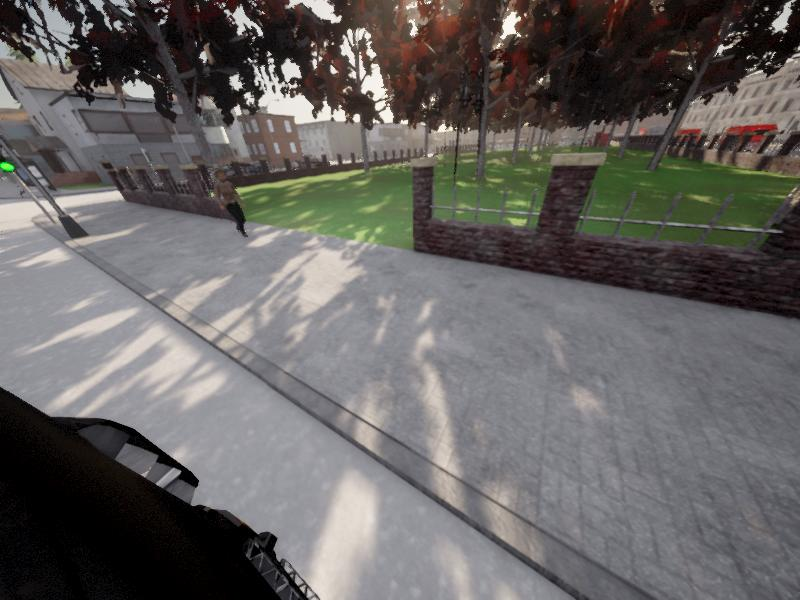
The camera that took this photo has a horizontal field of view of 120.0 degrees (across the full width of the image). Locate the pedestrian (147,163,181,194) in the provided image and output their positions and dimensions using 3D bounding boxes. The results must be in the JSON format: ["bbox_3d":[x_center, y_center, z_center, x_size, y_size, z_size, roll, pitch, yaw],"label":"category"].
[{"bbox_3d":[-16.647,-8.581,16.334,0.751,1.860,0.751,15,38,25],"label":"pedestrian"}]

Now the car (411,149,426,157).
[{"bbox_3d":[4.880,-38.822,61.112,1.837,1.490,4.892,16,38,27],"label":"car"}]

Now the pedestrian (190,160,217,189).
[{"bbox_3d":[-15.306,-9.760,18.002,0.751,1.860,0.751,19,39,30],"label":"pedestrian"}]

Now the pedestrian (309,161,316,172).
[{"bbox_3d":[-10.337,-15.739,27.295,0.500,1.100,0.500,-21,37,-24],"label":"pedestrian"}]

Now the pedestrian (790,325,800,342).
[{"bbox_3d":[4.747,-0.093,1.808,0.751,1.860,0.751,15,38,26],"label":"pedestrian"}]

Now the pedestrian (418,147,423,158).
[{"bbox_3d":[4.293,-30.524,47.702,0.751,1.860,0.751,16,38,27],"label":"pedestrian"}]

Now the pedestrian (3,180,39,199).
[{"bbox_3d":[-30.779,-8.993,18.793,0.751,1.300,0.751,-20,37,-23],"label":"pedestrian"}]

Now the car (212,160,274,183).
[{"bbox_3d":[-16.517,-13.793,24.620,2.033,1.649,4.856,15,38,25],"label":"car"}]

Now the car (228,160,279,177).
[{"bbox_3d":[-18.298,-16.629,29.143,2.128,1.511,4.902,16,38,26],"label":"car"}]

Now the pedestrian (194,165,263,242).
[{"bbox_3d":[-4.781,-2.727,6.549,0.751,1.860,0.751,20,40,31],"label":"pedestrian"}]

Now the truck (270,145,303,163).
[{"bbox_3d":[-30.779,-39.572,62.634,8.468,3.827,2.891,16,38,26],"label":"truck"}]

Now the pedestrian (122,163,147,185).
[{"bbox_3d":[-27.285,-12.946,23.756,0.751,1.860,0.751,17,39,27],"label":"pedestrian"}]

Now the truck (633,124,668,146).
[{"bbox_3d":[58.733,-38.690,54.438,2.891,3.827,8.468,16,38,27],"label":"truck"}]

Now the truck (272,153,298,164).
[{"bbox_3d":[-29.042,-35.794,58.361,6.274,2.098,2.390,17,38,27],"label":"truck"}]

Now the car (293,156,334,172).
[{"bbox_3d":[-11.598,-18.518,31.445,2.128,1.511,4.902,15,37,25],"label":"car"}]

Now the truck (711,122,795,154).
[{"bbox_3d":[36.903,-17.082,24.498,2.627,2.467,5.204,16,38,27],"label":"truck"}]

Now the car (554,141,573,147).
[{"bbox_3d":[55.312,-52.878,78.354,5.027,1.651,2.152,16,38,27],"label":"car"}]

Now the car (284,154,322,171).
[{"bbox_3d":[-14.236,-20.385,34.140,1.932,1.855,4.605,18,39,29],"label":"car"}]

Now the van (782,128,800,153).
[{"bbox_3d":[39.385,-14.981,21.548,1.775,1.987,4.442,16,38,27],"label":"van"}]

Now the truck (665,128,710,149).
[{"bbox_3d":[46.176,-26.089,37.323,2.627,2.467,5.204,16,38,27],"label":"truck"}]

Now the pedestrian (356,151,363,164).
[{"bbox_3d":[-7.132,-25.105,40.650,0.751,1.860,0.751,22,41,32],"label":"pedestrian"}]

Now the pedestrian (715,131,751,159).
[{"bbox_3d":[26.938,-12.512,18.723,0.751,1.860,0.751,17,38,27],"label":"pedestrian"}]
